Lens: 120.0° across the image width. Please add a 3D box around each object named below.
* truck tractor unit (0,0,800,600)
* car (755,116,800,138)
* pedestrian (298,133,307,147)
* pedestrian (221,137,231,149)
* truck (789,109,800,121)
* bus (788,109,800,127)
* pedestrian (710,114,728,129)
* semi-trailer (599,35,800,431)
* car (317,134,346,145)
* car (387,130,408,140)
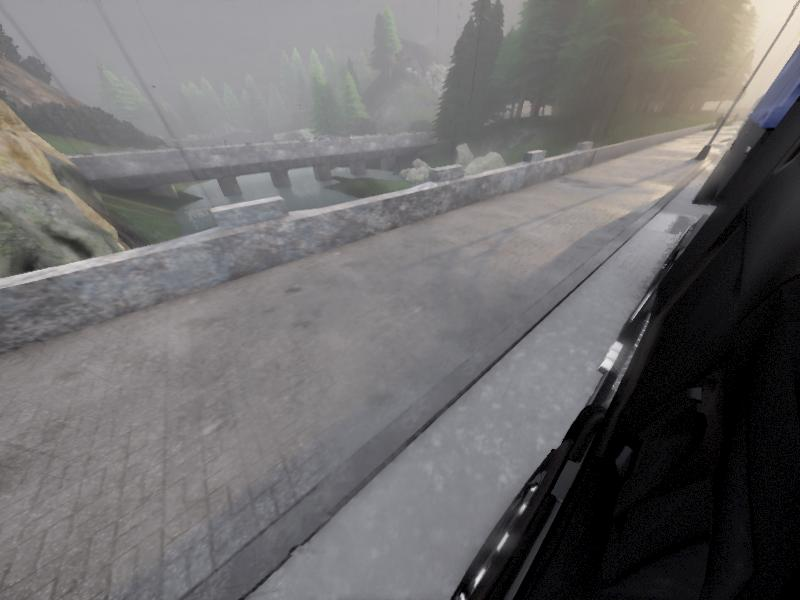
[{"bbox_3d":[2.645,-0.295,0.351,6.516,4.208,3.053,-28,44,-30],"label":"truck tractor unit"},{"bbox_3d":[38.072,-17.477,23.292,3.988,1.617,1.851,-28,43,-30],"label":"car"},{"bbox_3d":[-16.378,-26.763,38.701,0.751,1.860,0.751,-27,43,-28],"label":"pedestrian"},{"bbox_3d":[-32.657,-29.556,43.458,0.751,1.860,0.751,-26,43,-28],"label":"pedestrian"},{"bbox_3d":[88.292,-40.472,50.472,6.274,2.098,2.390,-27,43,-29],"label":"truck"},{"bbox_3d":[63.988,-28.907,34.734,10.273,4.253,3.944,-27,43,-29],"label":"bus"},{"bbox_3d":[48.144,-26.939,34.885,0.751,1.860,0.751,-27,43,-29],"label":"pedestrian"},{"bbox_3d":[8.656,-3.631,4.274,14.254,4.402,2.717,-29,44,-30],"label":"semi-trailer"},{"bbox_3d":[-13.524,-32.056,46.084,5.008,1.535,1.882,-27,43,-29],"label":"car"},{"bbox_3d":[-0.567,-38.749,54.230,4.514,1.525,2.007,-27,43,-29],"label":"car"}]
